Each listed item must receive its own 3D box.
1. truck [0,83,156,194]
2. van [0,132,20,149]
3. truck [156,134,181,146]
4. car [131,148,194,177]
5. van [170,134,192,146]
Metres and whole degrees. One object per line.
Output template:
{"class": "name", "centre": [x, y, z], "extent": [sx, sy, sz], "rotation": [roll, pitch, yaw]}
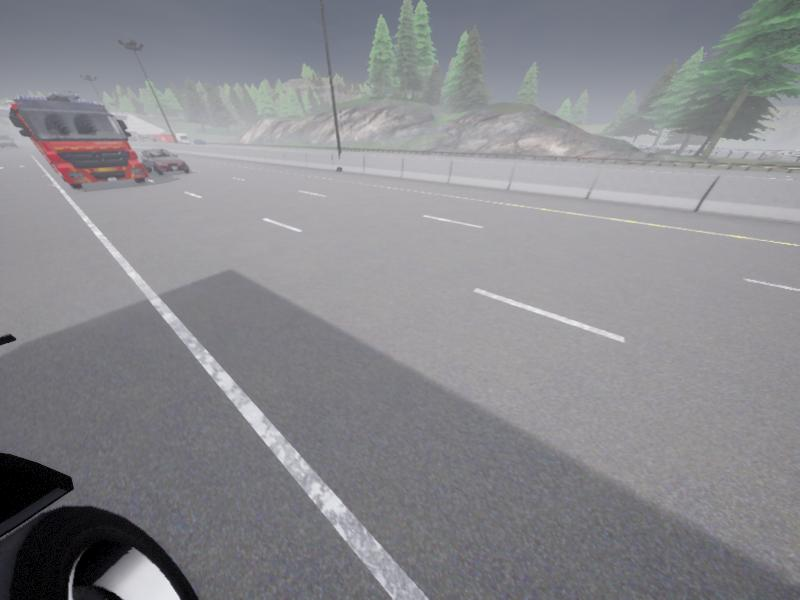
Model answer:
{"class": "truck", "centre": [-17.573, -8.593, 12.595], "extent": [8.468, 3.827, 2.891], "rotation": [23, 41, 29]}
{"class": "van", "centre": [-77.179, -31.114, 45.073], "extent": [5.915, 2.561, 1.988], "rotation": [23, 41, 29]}
{"class": "truck", "centre": [-59.607, -41.131, 59.415], "extent": [5.204, 2.467, 2.627], "rotation": [23, 41, 29]}
{"class": "car", "centre": [-16.795, -9.818, 16.361], "extent": [4.193, 1.474, 1.816], "rotation": [23, 41, 29]}
{"class": "van", "centre": [-59.671, -43.718, 62.972], "extent": [5.915, 2.561, 1.988], "rotation": [23, 41, 29]}
